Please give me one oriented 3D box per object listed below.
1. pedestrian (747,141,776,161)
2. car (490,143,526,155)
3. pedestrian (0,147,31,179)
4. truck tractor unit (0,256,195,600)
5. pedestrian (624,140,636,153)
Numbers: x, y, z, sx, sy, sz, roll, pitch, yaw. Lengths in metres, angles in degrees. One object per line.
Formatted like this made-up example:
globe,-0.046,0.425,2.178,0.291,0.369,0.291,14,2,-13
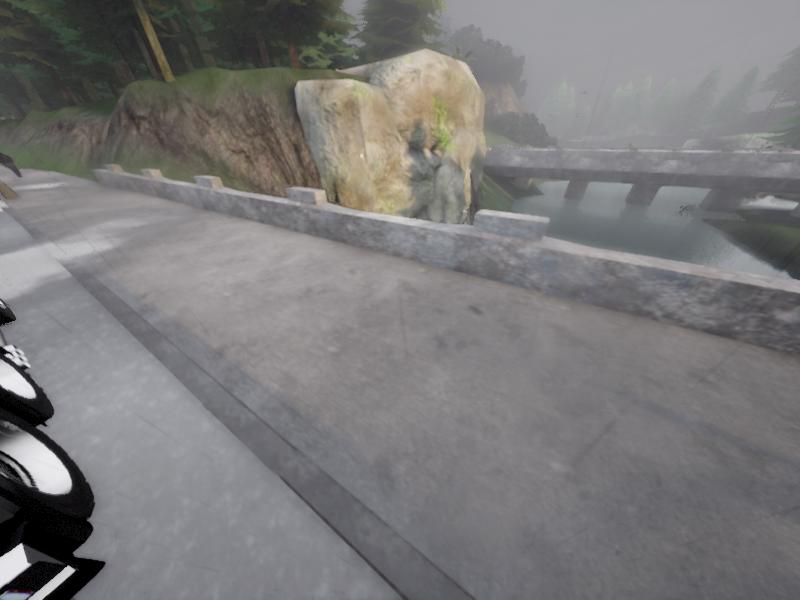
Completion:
pedestrian,39.664,-16.388,25.382,0.751,1.860,0.751,19,39,25
car,18.994,-26.709,40.818,5.238,1.638,1.930,19,39,25
pedestrian,-27.568,-9.663,16.288,0.751,1.860,0.751,20,40,27
truck tractor unit,-5.099,-0.311,0.802,6.516,4.208,3.053,19,39,25
pedestrian,39.227,-26.161,39.440,0.751,1.860,0.751,20,40,26
